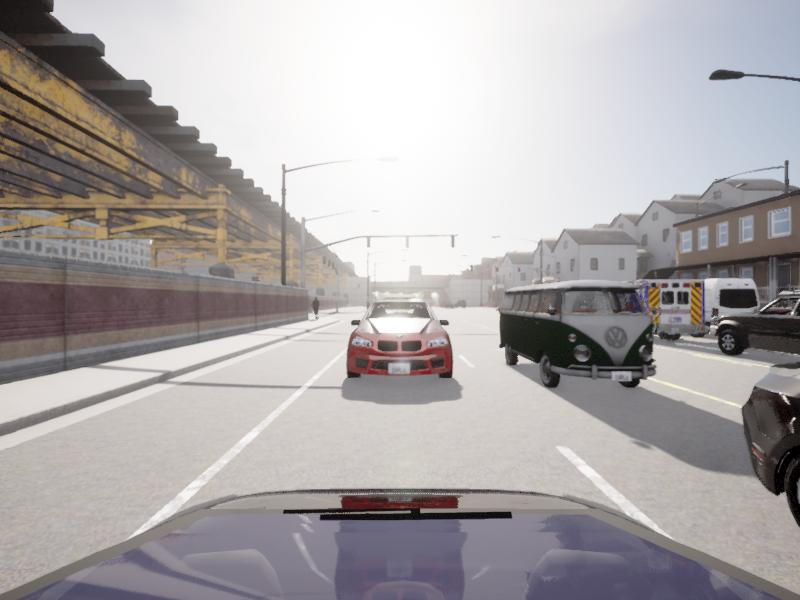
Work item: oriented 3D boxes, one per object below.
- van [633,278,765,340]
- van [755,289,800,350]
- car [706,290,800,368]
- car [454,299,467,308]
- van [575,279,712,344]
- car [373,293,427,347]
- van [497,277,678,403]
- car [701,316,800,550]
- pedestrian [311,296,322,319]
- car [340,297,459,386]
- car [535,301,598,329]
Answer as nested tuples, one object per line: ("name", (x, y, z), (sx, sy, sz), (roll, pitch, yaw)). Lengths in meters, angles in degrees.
("van", (13.989, 0.388, 19.366), (1.988, 2.561, 5.915), (0, 0, 0))
("van", (13.992, 0.638, 12.527), (1.775, 1.987, 4.442), (0, 0, 0))
("car", (10.499, 0.688, 10.161), (1.932, 1.855, 4.605), (0, 0, 0))
("car", (14.006, 0.873, 93.088), (2.150, 2.045, 5.566), (0, 0, 0))
("van", (10.501, 0.439, 18.136), (2.351, 2.431, 6.366), (0, 0, 0))
("car", (-0.001, 0.700, 15.962), (1.905, 1.878, 3.866), (0, 0, 0))
("van", (3.501, 0.627, 8.533), (1.775, 1.987, 4.442), (0, 0, 0))
("car", (3.498, 0.853, 0.980), (1.837, 1.490, 4.892), (0, -1, 0))
("pedestrian", (-6.769, 0.595, 32.235), (0.751, 1.860, 0.751), (0, 0, -22))
("car", (0.000, 0.792, 9.842), (2.242, 1.667, 4.611), (0, 0, 0))
("car", (10.500, 0.863, 25.697), (2.033, 1.649, 4.856), (0, 0, 0))
